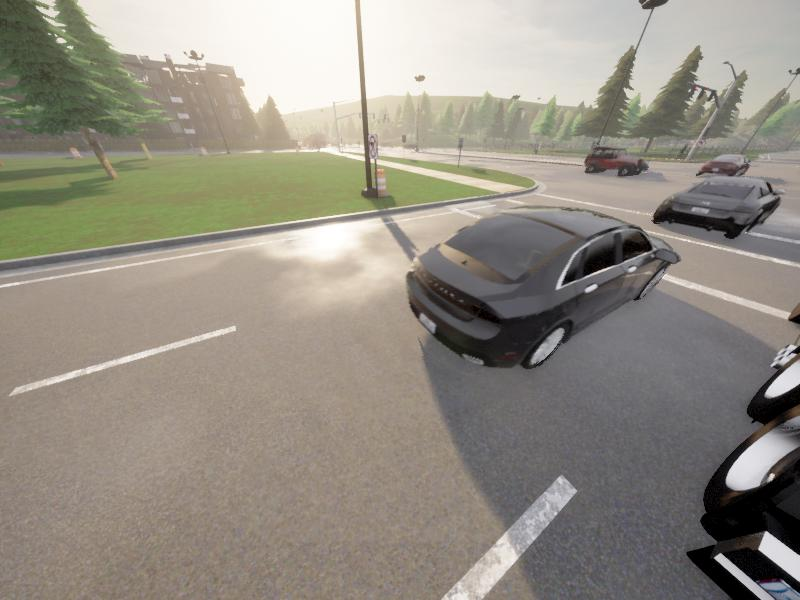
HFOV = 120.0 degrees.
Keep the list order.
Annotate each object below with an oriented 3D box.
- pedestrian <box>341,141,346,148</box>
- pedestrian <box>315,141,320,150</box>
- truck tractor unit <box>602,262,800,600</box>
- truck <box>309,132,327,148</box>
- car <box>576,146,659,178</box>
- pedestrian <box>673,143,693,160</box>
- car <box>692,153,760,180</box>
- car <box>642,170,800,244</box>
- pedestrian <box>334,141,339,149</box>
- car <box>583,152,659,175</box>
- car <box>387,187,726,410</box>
[{"bbox_3d":[-16.226,-44.777,66.503,0.751,1.860,0.751,-21,40,-28],"label":"pedestrian"},{"bbox_3d":[-19.728,-36.987,55.289,0.751,1.860,0.751,-20,40,-26],"label":"pedestrian"},{"bbox_3d":[5.106,-0.305,0.786,6.516,4.208,3.053,-18,39,-24],"label":"truck tractor unit"},{"bbox_3d":[-26.218,-50.991,73.678,2.891,3.827,8.468,-18,39,-25],"label":"truck"},{"bbox_3d":[16.743,-10.860,18.058,1.905,1.878,3.866,-18,38,-24],"label":"car"},{"bbox_3d":[37.649,-19.785,30.740,0.751,1.860,0.751,-15,38,-21],"label":"pedestrian"},{"bbox_3d":[25.055,-10.324,17.737,4.674,1.442,1.812,-18,39,-24],"label":"car"},{"bbox_3d":[10.329,-3.162,7.415,4.181,1.385,1.994,-18,39,-24],"label":"car"},{"bbox_3d":[-18.045,-44.085,65.496,0.751,1.860,0.751,-20,40,-26],"label":"pedestrian"},{"bbox_3d":[19.271,-12.152,20.385,1.994,1.385,4.181,-18,39,-24],"label":"car"},{"bbox_3d":[2.413,-0.625,3.602,4.892,1.490,1.837,-18,39,-25],"label":"car"}]
